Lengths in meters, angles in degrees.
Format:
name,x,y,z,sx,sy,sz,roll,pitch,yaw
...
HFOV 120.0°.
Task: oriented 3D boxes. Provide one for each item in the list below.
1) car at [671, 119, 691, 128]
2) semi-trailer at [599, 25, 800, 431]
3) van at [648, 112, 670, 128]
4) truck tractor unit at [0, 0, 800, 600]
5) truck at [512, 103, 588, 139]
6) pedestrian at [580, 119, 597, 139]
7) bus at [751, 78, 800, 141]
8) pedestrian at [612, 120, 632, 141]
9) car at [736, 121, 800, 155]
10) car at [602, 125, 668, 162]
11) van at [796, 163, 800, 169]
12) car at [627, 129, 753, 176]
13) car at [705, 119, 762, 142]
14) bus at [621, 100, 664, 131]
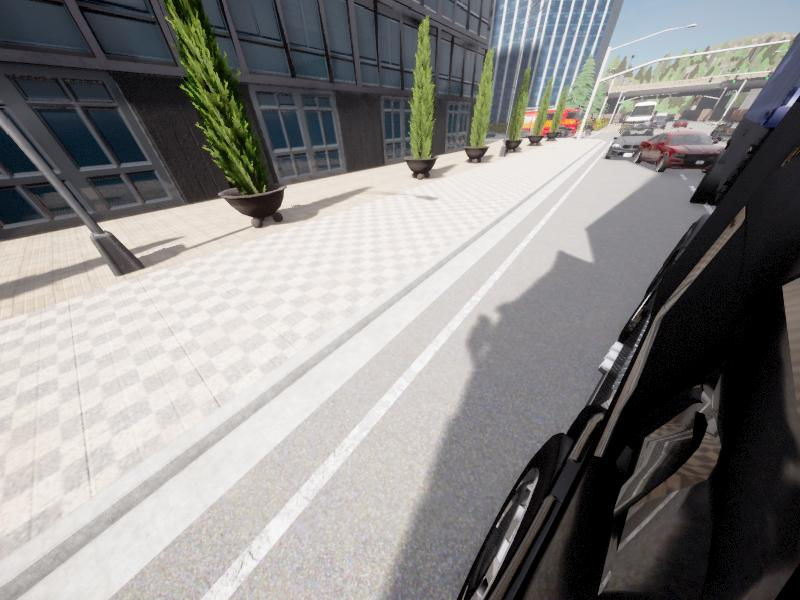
name,x,y,z,sx,sy,sz,roll,pitch,yaw
car,57.361,-36.139,47.228,1.994,1.385,4.181,24,45,31
semi-trailer,8.614,-3.661,4.309,14.254,4.402,2.717,-29,44,-31
van,55.761,-38.725,49.805,1.988,2.561,5.915,24,44,31
truck tractor unit,2.645,-0.295,0.351,6.516,4.208,3.053,-28,44,-30
truck,22.168,-26.763,34.825,8.468,3.827,2.891,25,45,32
pedestrian,22.980,-20.836,28.201,0.751,1.860,0.751,-5,37,-4
bus,37.777,-17.343,20.937,10.273,4.253,3.944,-23,39,-25
pedestrian,24.661,-18.857,25.709,0.751,1.860,0.751,10,39,16
car,24.409,-10.399,14.761,2.128,1.511,4.902,24,44,31
car,15.134,-10.225,14.979,2.242,1.667,4.611,24,44,32
van,17.184,-5.125,7.398,2.351,2.431,6.366,24,44,31
car,13.686,-7.446,11.452,1.882,1.535,5.008,13,39,20
car,31.329,-16.076,21.884,1.789,1.549,3.705,21,43,27
bus,47.631,-36.318,45.660,3.944,4.253,10.273,24,44,31
